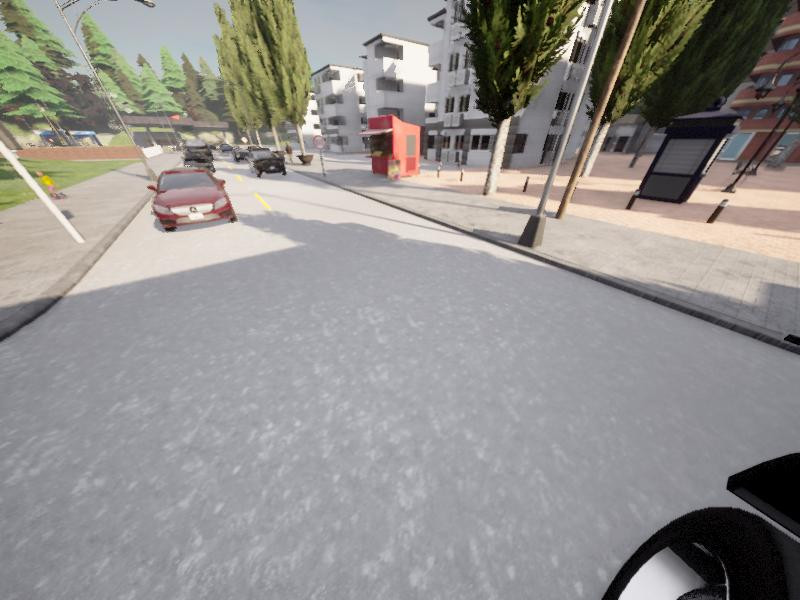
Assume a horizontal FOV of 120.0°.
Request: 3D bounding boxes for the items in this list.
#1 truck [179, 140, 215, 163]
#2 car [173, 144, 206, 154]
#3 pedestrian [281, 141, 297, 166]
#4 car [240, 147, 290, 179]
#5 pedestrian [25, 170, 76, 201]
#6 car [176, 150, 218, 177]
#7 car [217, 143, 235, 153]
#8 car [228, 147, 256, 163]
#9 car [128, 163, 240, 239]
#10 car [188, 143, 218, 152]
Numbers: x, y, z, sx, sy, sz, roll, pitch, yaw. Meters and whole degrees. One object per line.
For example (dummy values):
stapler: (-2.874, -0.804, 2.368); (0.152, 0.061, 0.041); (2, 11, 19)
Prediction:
truck: (-24.278, -17.985, 27.784); (2.390, 2.098, 6.274); (-22, 41, -28)
car: (-44.802, -32.261, 49.234); (5.027, 1.651, 2.152); (6, 36, 9)
pedestrian: (-10.130, -13.411, 21.171); (0.751, 1.860, 0.751); (-6, 36, -9)
car: (-10.017, -10.191, 17.016); (1.930, 1.638, 5.238); (-23, 41, -28)
pedestrian: (-14.398, -4.728, 9.550); (0.500, 1.100, 0.500); (-1, 35, -1)
car: (-15.628, -10.670, 17.884); (1.816, 1.474, 4.193); (-22, 41, -28)
car: (-33.037, -28.869, 43.902); (2.033, 1.411, 5.357); (-22, 41, -28)
car: (-18.370, -16.854, 26.831); (1.895, 1.301, 4.718); (-22, 41, -28)
car: (-7.002, -3.638, 7.869); (1.812, 1.442, 4.674); (-22, 40, -27)
car: (-44.701, -34.720, 52.458); (5.238, 1.638, 1.930); (6, 36, 9)
